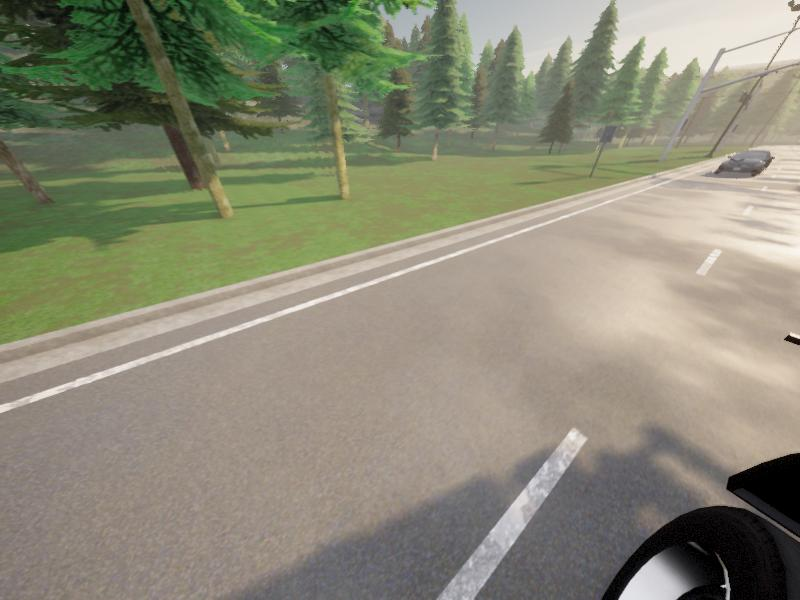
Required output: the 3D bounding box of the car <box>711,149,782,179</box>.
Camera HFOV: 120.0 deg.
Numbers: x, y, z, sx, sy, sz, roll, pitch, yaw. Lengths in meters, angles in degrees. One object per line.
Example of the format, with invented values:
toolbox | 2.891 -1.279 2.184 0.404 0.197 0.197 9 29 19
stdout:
car | 23.793 -9.439 15.853 4.674 1.442 1.812 -21 40 -26
